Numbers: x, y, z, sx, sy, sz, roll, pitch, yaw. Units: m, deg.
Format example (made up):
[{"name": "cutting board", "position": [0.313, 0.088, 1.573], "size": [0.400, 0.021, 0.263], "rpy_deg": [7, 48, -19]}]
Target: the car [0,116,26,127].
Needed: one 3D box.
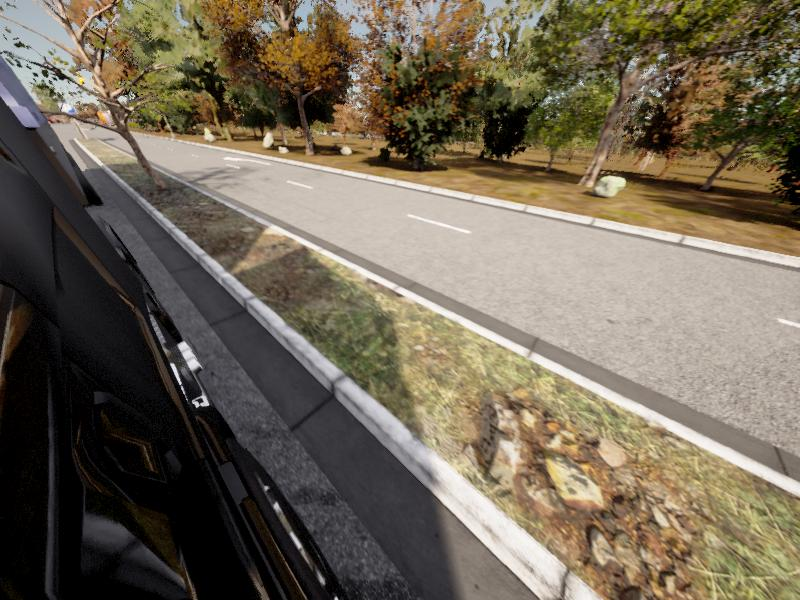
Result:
[{"name": "car", "position": [-72.791, -32.113, 41.625], "size": [1.946, 1.575, 5.366], "rpy_deg": [17, 40, 19]}]

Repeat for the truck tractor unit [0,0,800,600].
[{"name": "truck tractor unit", "position": [-2.645, -0.295, 0.351], "size": [6.516, 4.208, 3.053], "rpy_deg": [28, 44, 30]}]

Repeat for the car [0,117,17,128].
[{"name": "car", "position": [-70.912, -30.598, 39.742], "size": [2.163, 1.488, 4.792], "rpy_deg": [17, 40, 19]}]

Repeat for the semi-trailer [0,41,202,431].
[{"name": "semi-trailer", "position": [-8.708, -3.575, 4.253], "size": [14.254, 4.402, 2.717], "rpy_deg": [28, 43, 30]}]
